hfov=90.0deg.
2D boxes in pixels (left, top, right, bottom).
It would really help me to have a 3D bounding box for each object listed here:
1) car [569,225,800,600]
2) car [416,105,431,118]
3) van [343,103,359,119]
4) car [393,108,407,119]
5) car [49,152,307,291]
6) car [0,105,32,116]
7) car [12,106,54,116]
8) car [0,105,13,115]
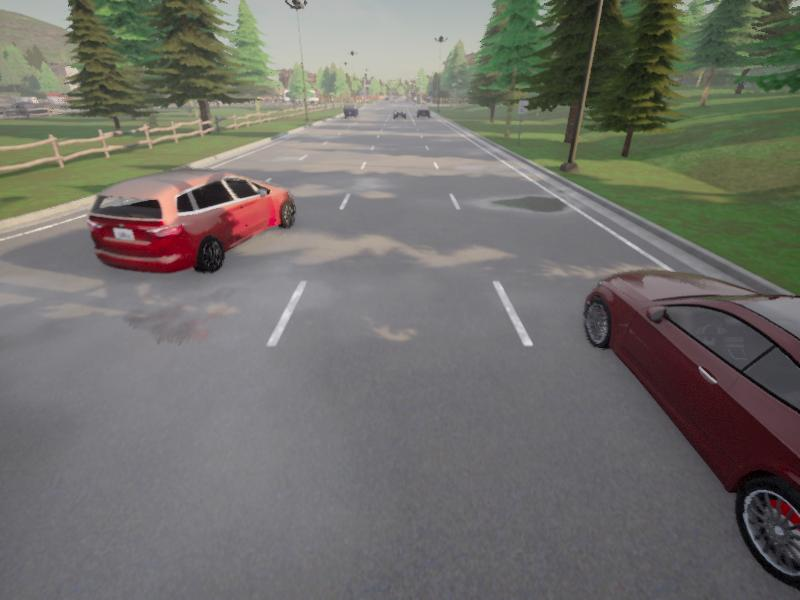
[{"bbox_3d":[3.497,0.676,3.738,1.812,1.442,4.674,0,27,0],"label":"car"},{"bbox_3d":[3.483,-28.430,60.276,1.930,1.638,5.238,0,27,0],"label":"car"},{"bbox_3d":[-7.016,-27.432,57.960,1.775,1.987,4.442,0,27,0],"label":"van"},{"bbox_3d":[-0.016,-26.976,57.821,1.895,1.301,4.718,0,27,0],"label":"car"},{"bbox_3d":[-4.197,-2.046,8.802,2.242,1.667,4.611,7,28,13],"label":"car"},{"bbox_3d":[-64.625,-31.891,67.191,1.851,1.617,3.988,0,27,0],"label":"car"},{"bbox_3d":[-61.123,-31.645,66.842,2.033,1.411,5.357,0,27,0],"label":"car"},{"bbox_3d":[-68.121,-31.649,66.780,2.163,1.488,4.792,0,27,0],"label":"car"}]
